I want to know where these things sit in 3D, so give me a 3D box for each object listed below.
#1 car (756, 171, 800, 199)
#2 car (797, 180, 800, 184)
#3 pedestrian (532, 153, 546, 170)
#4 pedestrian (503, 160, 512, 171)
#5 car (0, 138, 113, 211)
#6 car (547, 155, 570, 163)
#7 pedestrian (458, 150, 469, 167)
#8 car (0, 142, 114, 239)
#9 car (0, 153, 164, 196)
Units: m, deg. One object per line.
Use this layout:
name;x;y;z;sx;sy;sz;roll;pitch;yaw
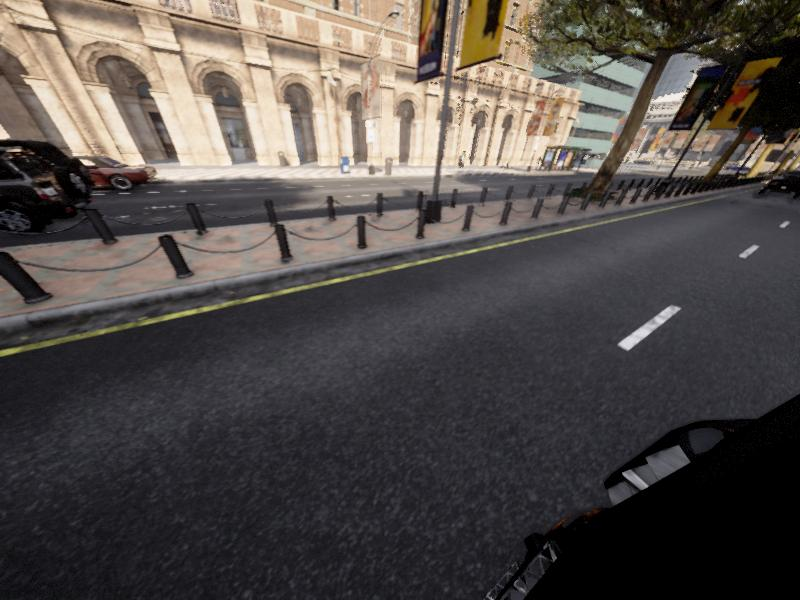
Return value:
car;31.571;-9.398;18.663;5.238;1.638;1.930;-16;38;-26
car;55.098;-16.136;30.501;3.806;1.475;1.970;-16;38;-26
pedestrian;17.984;-17.871;29.901;0.751;1.860;0.751;-16;38;-26
pedestrian;12.744;-15.950;27.353;0.500;1.100;0.500;-10;36;-18
car;-12.843;-4.029;7.373;3.866;1.878;1.905;-16;38;-26
car;37.928;-33.699;55.368;4.902;1.511;2.128;-16;38;-26
pedestrian;8.162;-18.241;29.784;0.751;1.860;0.751;-15;38;-25
car;-10.573;-2.436;5.154;4.605;1.855;1.932;-16;38;-26
car;-13.950;-5.553;10.104;4.718;1.301;1.895;-16;38;-26
